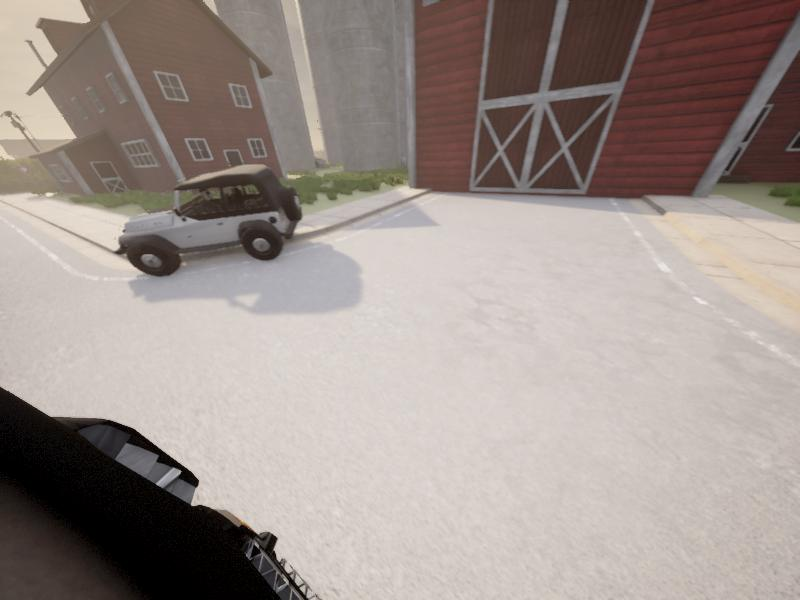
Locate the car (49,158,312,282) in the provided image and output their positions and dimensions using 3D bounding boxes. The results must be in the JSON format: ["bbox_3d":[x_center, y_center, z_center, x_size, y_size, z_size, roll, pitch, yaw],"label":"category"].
[{"bbox_3d":[-4.486,-2.063,5.668,3.866,1.878,1.905,-11,39,-8],"label":"car"}]

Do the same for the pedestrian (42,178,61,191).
[{"bbox_3d":[-41.695,-13.857,27.669,0.751,1.300,0.751,21,40,33],"label":"pedestrian"}]
